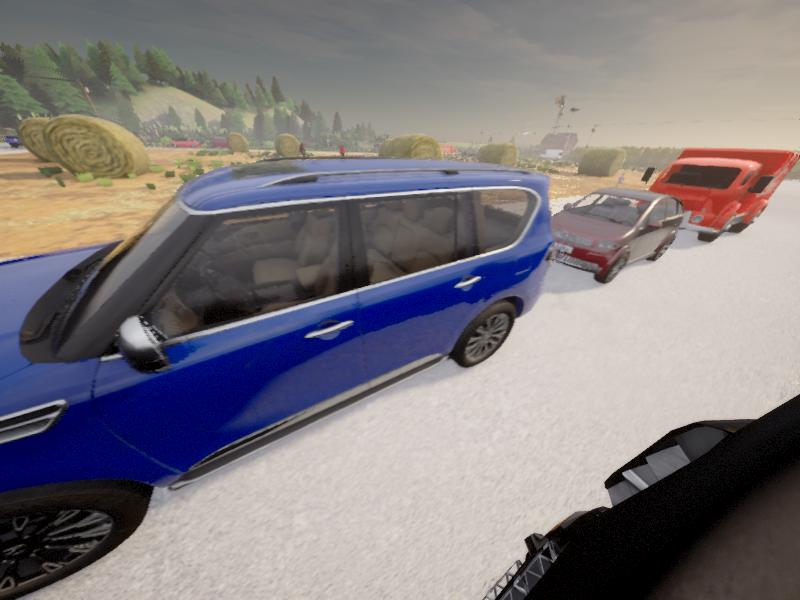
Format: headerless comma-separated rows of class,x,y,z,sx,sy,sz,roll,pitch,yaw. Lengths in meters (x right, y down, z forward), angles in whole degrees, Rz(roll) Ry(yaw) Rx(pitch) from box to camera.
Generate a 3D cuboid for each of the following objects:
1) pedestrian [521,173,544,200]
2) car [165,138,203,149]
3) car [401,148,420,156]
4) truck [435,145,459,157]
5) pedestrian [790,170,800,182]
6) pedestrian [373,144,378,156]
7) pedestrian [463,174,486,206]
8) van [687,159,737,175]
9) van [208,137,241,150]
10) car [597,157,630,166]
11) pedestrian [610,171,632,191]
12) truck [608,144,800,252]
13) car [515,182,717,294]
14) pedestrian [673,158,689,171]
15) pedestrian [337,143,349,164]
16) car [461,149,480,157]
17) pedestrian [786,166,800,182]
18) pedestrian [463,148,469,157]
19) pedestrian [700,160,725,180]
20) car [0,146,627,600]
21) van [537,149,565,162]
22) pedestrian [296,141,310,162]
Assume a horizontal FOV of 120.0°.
pedestrian,6.469,-5.559,11.282,0.500,1.100,0.500,-27,44,-36
car,-38.793,-28.180,41.613,4.514,1.525,2.007,-14,37,-23
car,2.661,-36.087,56.266,4.193,1.474,1.816,-14,37,-23
truck,12.287,-38.843,60.128,5.204,2.467,2.627,-14,37,-23
pedestrian,55.754,-17.541,32.086,0.751,1.860,0.751,-19,39,-28
pedestrian,-4.634,-28.319,43.577,0.751,1.860,0.751,15,36,18
pedestrian,3.041,-4.540,9.534,0.500,1.100,0.500,-7,35,-14
van,54.735,-23.410,40.636,2.069,2.038,4.480,-16,38,-25
van,-33.246,-29.722,43.870,4.442,1.987,1.775,-14,37,-23
car,49.771,-32.323,53.963,2.038,1.542,4.974,-16,38,-25
pedestrian,14.538,-7.835,15.219,0.500,1.100,0.500,-9,36,-16
truck,10.514,-3.699,7.892,5.204,2.467,2.627,-16,38,-26
car,4.867,-1.675,5.320,3.705,1.549,1.789,-16,38,-26
pedestrian,48.340,-23.248,39.760,0.751,1.860,0.751,21,38,25
pedestrian,-6.040,-15.472,24.431,0.751,1.860,0.751,21,38,25
car,19.270,-40.267,63.335,4.553,1.767,2.097,-14,37,-23
pedestrian,55.051,-17.527,32.007,0.751,1.860,0.751,-22,41,-32
pedestrian,15.638,-34.999,54.893,0.751,1.860,0.751,-13,37,-22
pedestrian,35.222,-14.644,26.074,0.751,1.860,0.751,-15,38,-24
car,-0.854,-0.202,2.296,5.566,2.045,2.150,-16,38,-26
van,42.184,-40.673,64.924,1.988,2.561,5.915,-16,38,-25
pedestrian,-10.400,-15.925,24.799,0.751,1.860,0.751,6,34,5
